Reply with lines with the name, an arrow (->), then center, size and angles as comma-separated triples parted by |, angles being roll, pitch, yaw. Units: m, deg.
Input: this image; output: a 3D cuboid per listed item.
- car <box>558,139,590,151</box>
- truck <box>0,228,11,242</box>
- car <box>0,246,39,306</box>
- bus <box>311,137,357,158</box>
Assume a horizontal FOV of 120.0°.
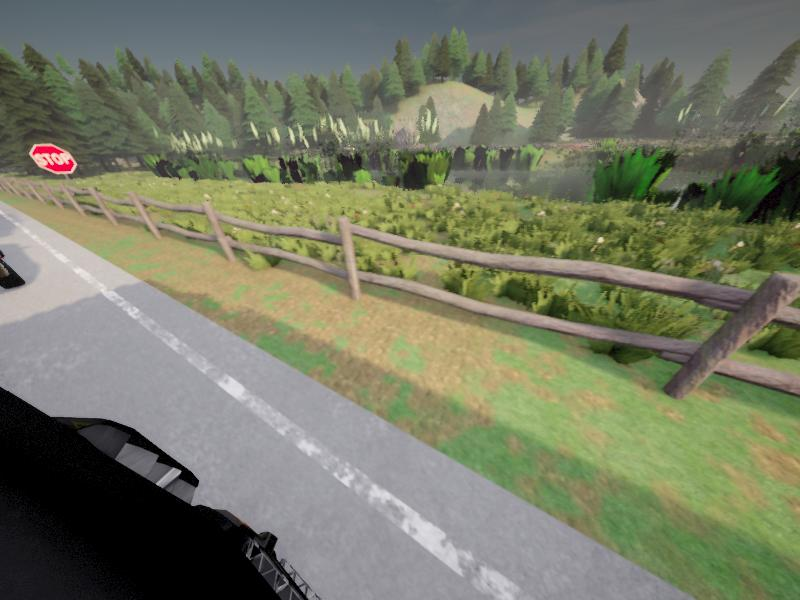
car -> 33.374, -29.787, 44.463 | 4.553, 1.767, 2.097 | 14, 37, 23
truck -> -15.851, -3.038, 7.169 | 5.204, 2.467, 2.627 | 16, 38, 26
car -> -9.757, -0.900, 4.359 | 5.027, 1.651, 2.152 | 16, 38, 26
bus -> -16.837, -39.234, 59.516 | 10.273, 4.253, 3.944 | 10, 36, 18
